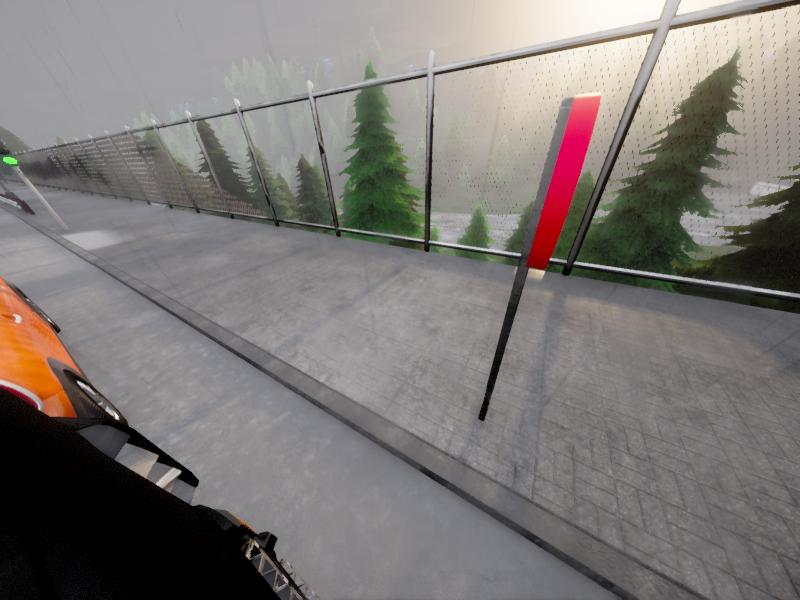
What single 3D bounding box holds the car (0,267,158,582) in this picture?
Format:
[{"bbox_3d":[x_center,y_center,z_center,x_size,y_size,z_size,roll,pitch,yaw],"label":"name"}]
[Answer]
[{"bbox_3d":[-4.637,0.596,1.779,4.553,1.767,2.097,16,38,26],"label":"car"}]
